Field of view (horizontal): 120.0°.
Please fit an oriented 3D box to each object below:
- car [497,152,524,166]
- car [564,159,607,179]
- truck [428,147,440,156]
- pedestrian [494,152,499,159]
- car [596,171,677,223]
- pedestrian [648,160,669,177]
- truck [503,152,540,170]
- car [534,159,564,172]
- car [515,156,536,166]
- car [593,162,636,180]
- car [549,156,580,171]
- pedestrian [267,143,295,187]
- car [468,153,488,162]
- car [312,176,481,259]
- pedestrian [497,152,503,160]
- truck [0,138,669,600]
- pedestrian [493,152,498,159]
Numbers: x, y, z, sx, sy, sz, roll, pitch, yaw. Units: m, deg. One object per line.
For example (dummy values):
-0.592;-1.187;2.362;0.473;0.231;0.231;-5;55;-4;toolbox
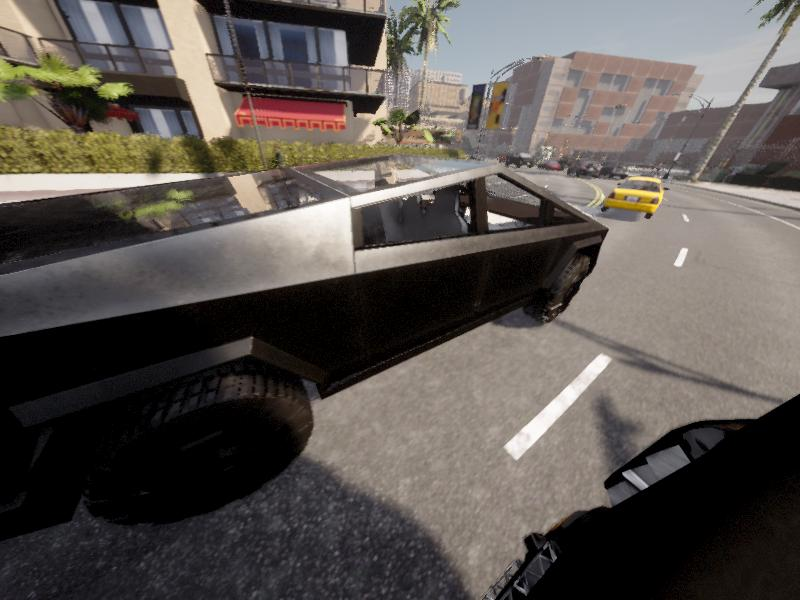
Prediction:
22.190;-28.548;46.638;2.150;2.045;5.566;-2;34;-7;car
22.066;-15.775;27.759;2.242;1.667;4.611;10;34;11;car
12.247;-53.823;83.533;2.627;2.467;5.204;-3;34;-8;truck
28.278;-42.294;67.601;0.751;1.860;0.751;-3;34;-9;pedestrian
11.356;-5.118;11.031;1.801;1.575;5.366;30;42;35;car
33.701;-17.117;30.137;0.751;1.860;0.751;0;34;-5;pedestrian
19.830;-23.136;38.276;2.390;2.098;6.274;0;34;-5;truck
23.354;-21.212;36.303;1.994;1.385;4.181;3;34;0;car
25.612;-28.536;47.313;1.789;1.549;3.705;-2;34;-7;car
25.642;-15.609;27.828;1.851;1.617;3.988;9;34;10;car
26.733;-22.262;37.654;1.905;1.878;3.866;1;34;-3;car
-6.036;-6.835;11.772;0.751;1.860;0.751;-17;39;-27;pedestrian
17.674;-32.522;52.648;1.930;1.638;5.238;-3;34;-8;car
0.036;-2.594;6.600;4.181;1.385;1.994;-21;40;-31;car
29.029;-41.852;66.992;0.751;1.860;0.751;-4;34;-10;pedestrian
-0.034;-0.505;2.793;6.274;2.098;2.390;-17;39;-28;truck
28.940;-43.669;69.718;0.751;1.860;0.751;1;34;-3;pedestrian
